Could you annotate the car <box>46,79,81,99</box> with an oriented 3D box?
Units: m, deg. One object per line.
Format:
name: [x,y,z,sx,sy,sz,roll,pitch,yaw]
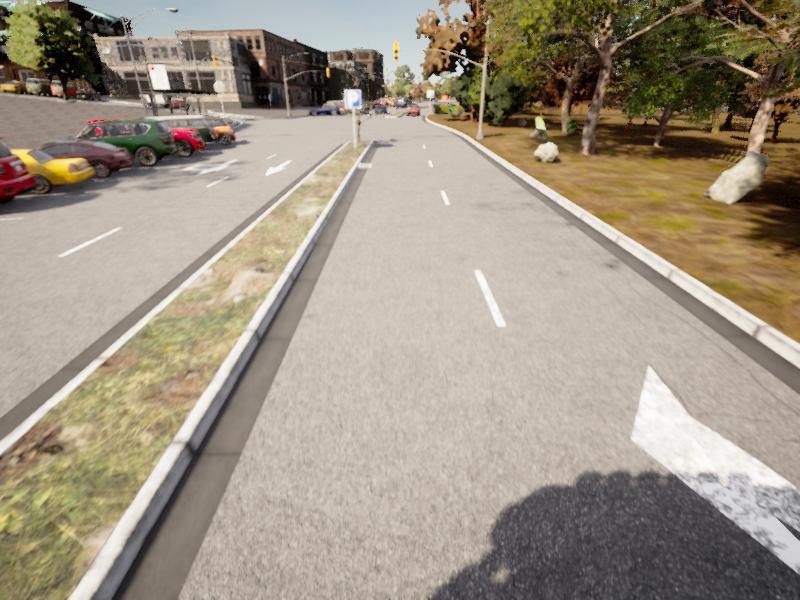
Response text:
car: [-43.228,-27.063,51.532,1.878,1.987,4.442,-4,26,-20]

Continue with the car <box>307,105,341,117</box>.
car: [-11.528,-28.818,60.882,4.792,1.488,2.163,-8,28,-13]

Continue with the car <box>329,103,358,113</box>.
car: [-10.111,-34.320,71.498,4.892,1.521,2.231,-7,27,-12]

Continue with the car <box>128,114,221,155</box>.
car: [-13.637,-10.225,24.580,4.442,1.987,1.878,-10,28,-17]

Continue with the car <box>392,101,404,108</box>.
car: [-0.481,-49.049,100.129,2.033,1.411,5.357,4,28,9]

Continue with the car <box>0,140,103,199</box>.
car: [-13.980,-4.494,13.879,5.366,1.575,1.946,-10,29,-17]

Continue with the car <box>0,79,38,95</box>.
car: [-49.383,-27.475,51.688,1.946,1.575,5.366,-4,26,-20]

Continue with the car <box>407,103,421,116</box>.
car: [2.150,-28.680,60.241,1.851,1.617,3.988,2,27,5]

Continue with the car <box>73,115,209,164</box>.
car: [-13.750,-8.864,21.866,5.566,2.045,2.435,-10,28,-17]

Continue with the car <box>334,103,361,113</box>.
car: [-9.742,-35.657,74.179,4.674,1.452,2.002,-7,28,-11]

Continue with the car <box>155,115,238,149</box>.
car: [-13.665,-11.491,27.277,4.553,1.767,2.185,-10,29,-17]

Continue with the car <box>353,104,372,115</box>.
car: [-6.075,-31.073,65.200,2.128,1.511,4.902,2,27,5]

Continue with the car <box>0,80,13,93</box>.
car: [-52.337,-27.602,51.458,2.002,1.452,4.674,-4,26,-20]

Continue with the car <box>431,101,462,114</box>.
car: [7.575,-31.637,65.716,4.553,1.767,2.185,-6,28,-12]

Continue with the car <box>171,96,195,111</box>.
car: [-28.243,-25.658,52.216,2.002,1.452,4.674,-4,26,-20]

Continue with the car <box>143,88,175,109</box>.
car: [-31.240,-26.173,52.016,2.435,2.045,5.566,-4,26,-20]

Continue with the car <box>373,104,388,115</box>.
car: [-3.110,-30.878,64.727,1.816,1.474,4.193,2,27,5]

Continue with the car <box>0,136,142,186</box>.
car: [-13.794,-5.856,16.628,4.674,1.452,2.002,-10,29,-17]

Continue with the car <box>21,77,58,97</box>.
car: [-46.245,-27.306,51.435,1.878,1.987,4.442,-4,26,-20]

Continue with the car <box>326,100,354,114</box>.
car: [-10.337,-33.164,68.751,4.442,1.987,1.878,-8,27,-12]

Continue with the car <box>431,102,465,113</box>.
car: [8.108,-32.898,68.434,5.366,1.575,1.946,-6,28,-12]

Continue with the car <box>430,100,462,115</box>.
car: [7.195,-30.366,63.029,4.442,1.987,1.878,-6,28,-13]

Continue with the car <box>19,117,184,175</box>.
car: [-13.819,-7.480,19.163,5.566,2.045,2.435,-10,29,-17]

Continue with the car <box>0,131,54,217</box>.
car: [-13.838,-3.374,11.139,5.566,2.045,2.435,-10,29,-17]

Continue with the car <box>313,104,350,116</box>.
car: [-10.887,-30.226,63.523,5.366,1.575,1.946,-8,28,-12]

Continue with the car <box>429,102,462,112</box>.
car: [8.086,-34.207,70.967,5.366,1.575,1.946,-6,28,-12]

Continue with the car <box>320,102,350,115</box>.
car: [-10.798,-31.682,66.095,4.553,1.767,2.185,-8,27,-12]

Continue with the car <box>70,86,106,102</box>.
car: [-40.281,-26.660,51.810,2.231,1.521,4.892,-4,26,-20]
